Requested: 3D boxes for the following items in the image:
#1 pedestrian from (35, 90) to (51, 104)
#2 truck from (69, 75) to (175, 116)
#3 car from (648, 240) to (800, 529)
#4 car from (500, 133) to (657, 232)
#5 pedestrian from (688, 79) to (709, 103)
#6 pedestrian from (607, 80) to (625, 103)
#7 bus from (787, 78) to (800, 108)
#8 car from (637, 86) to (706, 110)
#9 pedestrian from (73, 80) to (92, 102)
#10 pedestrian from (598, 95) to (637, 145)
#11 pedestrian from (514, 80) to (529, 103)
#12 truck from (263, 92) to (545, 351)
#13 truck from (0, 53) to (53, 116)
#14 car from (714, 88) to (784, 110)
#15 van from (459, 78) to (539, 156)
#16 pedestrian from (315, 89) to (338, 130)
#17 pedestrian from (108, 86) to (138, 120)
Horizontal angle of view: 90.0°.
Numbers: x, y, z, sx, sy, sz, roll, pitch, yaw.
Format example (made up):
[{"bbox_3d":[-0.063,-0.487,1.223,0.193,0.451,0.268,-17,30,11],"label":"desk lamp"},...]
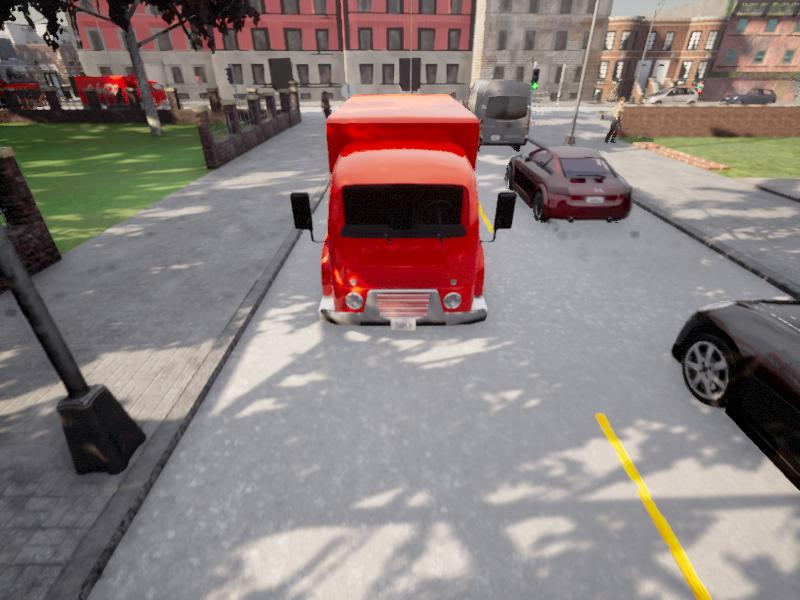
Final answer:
[{"bbox_3d":[-31.480,-17.898,35.306,0.500,1.100,0.500,2,30,4],"label":"pedestrian"},{"bbox_3d":[-19.811,-14.789,28.882,5.204,2.467,2.627,0,30,0],"label":"truck"},{"bbox_3d":[4.022,0.979,2.876,1.970,1.475,3.806,0,30,0],"label":"car"},{"bbox_3d":[4.038,-3.115,9.991,1.994,1.385,4.181,0,30,0],"label":"car"},{"bbox_3d":[27.622,-19.334,37.016,0.751,1.860,0.751,-11,32,-19],"label":"pedestrian"},{"bbox_3d":[19.861,-19.190,36.769,0.751,1.860,0.751,-3,30,-5],"label":"pedestrian"},{"bbox_3d":[38.551,-17.477,31.723,10.273,4.253,3.944,0,30,0],"label":"bus"},{"bbox_3d":[21.950,-16.426,32.543,3.988,1.617,1.851,0,30,0],"label":"car"},{"bbox_3d":[-30.138,-19.853,37.996,0.751,1.860,0.751,26,39,36],"label":"pedestrian"},{"bbox_3d":[9.136,-7.581,16.877,0.751,1.860,0.751,-5,31,-9],"label":"pedestrian"},{"bbox_3d":[11.064,-19.011,36.461,0.751,1.860,0.751,-3,30,-5],"label":"pedestrian"},{"bbox_3d":[0.027,-1.791,6.578,2.627,2.467,5.204,0,32,0],"label":"truck"},{"bbox_3d":[-30.918,-15.387,28.554,8.468,3.827,2.891,0,30,0],"label":"truck"},{"bbox_3d":[28.309,-16.380,32.542,3.633,1.501,1.845,0,30,0],"label":"car"},{"bbox_3d":[4.034,-8.259,17.640,1.988,2.561,5.915,0,30,0],"label":"van"},{"bbox_3d":[-3.900,-10.116,21.236,0.751,1.860,0.751,24,38,35],"label":"pedestrian"},{"bbox_3d":[-17.187,-12.216,24.829,0.751,1.860,0.751,0,30,0],"label":"pedestrian"}]
